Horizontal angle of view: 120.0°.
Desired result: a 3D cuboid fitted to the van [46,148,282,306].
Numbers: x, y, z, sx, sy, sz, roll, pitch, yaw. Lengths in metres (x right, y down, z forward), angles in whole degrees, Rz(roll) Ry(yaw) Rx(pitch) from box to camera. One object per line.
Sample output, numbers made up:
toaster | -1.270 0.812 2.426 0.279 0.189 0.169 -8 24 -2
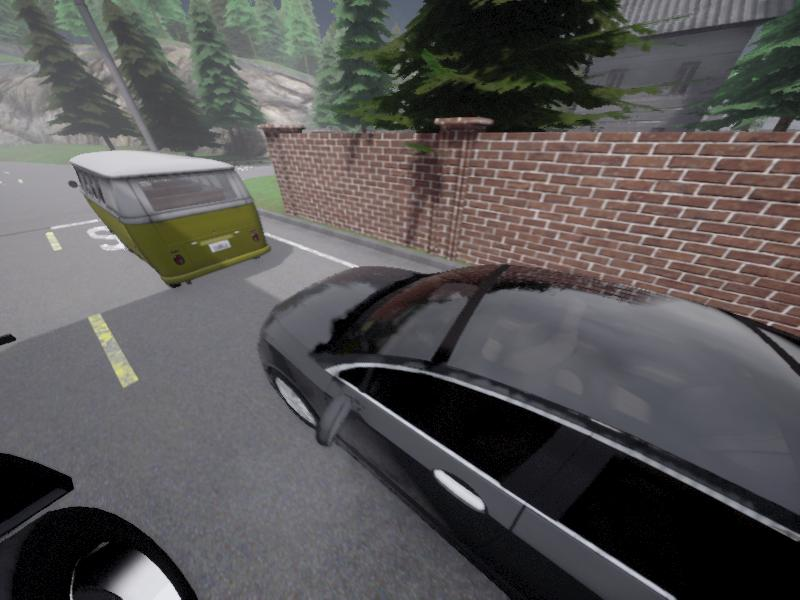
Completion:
van | -4.841 -1.872 4.801 4.442 1.987 1.775 22 41 28

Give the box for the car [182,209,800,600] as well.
car | 0.805 0.631 1.716 4.892 1.490 1.837 21 40 28
